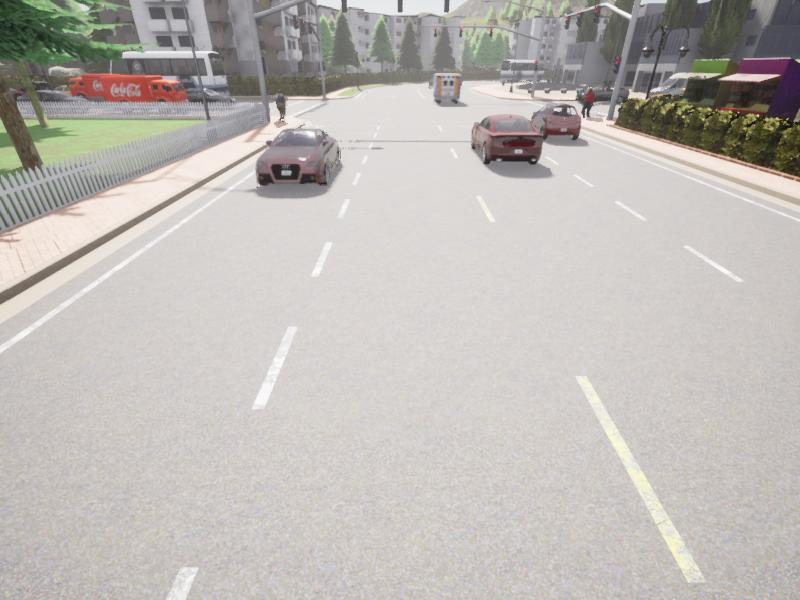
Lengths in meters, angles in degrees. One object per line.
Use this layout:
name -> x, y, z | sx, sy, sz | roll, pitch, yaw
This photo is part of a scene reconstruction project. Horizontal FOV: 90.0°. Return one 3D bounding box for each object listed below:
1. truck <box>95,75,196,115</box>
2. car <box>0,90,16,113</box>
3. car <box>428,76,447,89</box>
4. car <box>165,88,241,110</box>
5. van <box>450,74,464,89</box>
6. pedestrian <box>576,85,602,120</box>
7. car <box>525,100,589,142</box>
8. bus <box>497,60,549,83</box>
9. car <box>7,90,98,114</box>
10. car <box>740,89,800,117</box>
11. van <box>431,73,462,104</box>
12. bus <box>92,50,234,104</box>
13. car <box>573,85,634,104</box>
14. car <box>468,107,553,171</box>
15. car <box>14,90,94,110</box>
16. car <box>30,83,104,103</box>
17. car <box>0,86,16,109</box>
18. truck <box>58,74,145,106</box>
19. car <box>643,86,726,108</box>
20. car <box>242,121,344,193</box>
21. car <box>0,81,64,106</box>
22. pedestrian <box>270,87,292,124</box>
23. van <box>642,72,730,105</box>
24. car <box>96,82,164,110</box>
truck -> -18.570, -15.154, 29.522 | 5.204, 2.467, 2.627 | 1, 30, 2
car -> -32.479, -14.983, 30.197 | 4.892, 1.490, 1.837 | 1, 30, 2
car -> 6.223, -35.855, 65.818 | 2.152, 1.651, 5.027 | 8, 31, 13
car -> -15.987, -16.459, 32.708 | 4.902, 1.511, 2.128 | 1, 30, 2
van -> 8.914, -34.144, 62.525 | 1.775, 1.987, 4.442 | 5, 31, 9
pedestrian -> 11.637, -12.161, 24.650 | 0.751, 1.860, 0.751 | -15, 33, -23
car -> 7.587, -8.884, 19.717 | 1.845, 1.501, 3.633 | 2, 30, 3
bus -> 26.919, -50.053, 87.516 | 10.273, 4.253, 3.944 | -14, 33, -22
car -> -25.922, -14.864, 29.994 | 4.892, 1.490, 1.837 | 1, 30, 2
car -> 27.792, -13.962, 28.322 | 5.027, 1.651, 2.152 | 1, 30, 2
van -> 4.497, -21.023, 39.617 | 2.351, 2.431, 6.366 | 0, 30, 0
bus -> -22.135, -21.224, 38.151 | 10.273, 4.253, 3.944 | 1, 30, 2
car -> 19.030, -19.351, 37.647 | 4.514, 1.525, 2.007 | 1, 30, 2
car -> 3.932, -6.271, 15.234 | 1.882, 1.535, 5.008 | 0, 30, 0
car -> -28.530, -16.592, 33.150 | 4.718, 1.301, 1.895 | 1, 30, 2
car -> -32.550, -20.319, 39.250 | 5.366, 1.575, 1.801 | 1, 30, 2
car -> -35.739, -16.863, 33.290 | 5.027, 1.651, 2.152 | 1, 30, 2
truck -> -26.578, -18.828, 35.815 | 5.204, 2.467, 2.627 | 1, 30, 2
car -> 24.350, -17.510, 34.440 | 5.366, 1.575, 1.801 | 1, 30, 2
car -> -3.097, -4.633, 12.596 | 1.994, 1.385, 4.181 | 0, 30, 1
car -> -33.344, -18.702, 36.172 | 3.866, 1.878, 1.905 | 1, 30, 2
pedestrian -> -6.848, -11.229, 23.054 | 0.751, 1.860, 0.751 | 4, 31, 7
van -> 26.434, -19.671, 37.191 | 5.915, 2.561, 1.988 | 1, 30, 2
car -> -22.058, -16.731, 32.797 | 3.866, 1.878, 1.905 | 1, 30, 2
